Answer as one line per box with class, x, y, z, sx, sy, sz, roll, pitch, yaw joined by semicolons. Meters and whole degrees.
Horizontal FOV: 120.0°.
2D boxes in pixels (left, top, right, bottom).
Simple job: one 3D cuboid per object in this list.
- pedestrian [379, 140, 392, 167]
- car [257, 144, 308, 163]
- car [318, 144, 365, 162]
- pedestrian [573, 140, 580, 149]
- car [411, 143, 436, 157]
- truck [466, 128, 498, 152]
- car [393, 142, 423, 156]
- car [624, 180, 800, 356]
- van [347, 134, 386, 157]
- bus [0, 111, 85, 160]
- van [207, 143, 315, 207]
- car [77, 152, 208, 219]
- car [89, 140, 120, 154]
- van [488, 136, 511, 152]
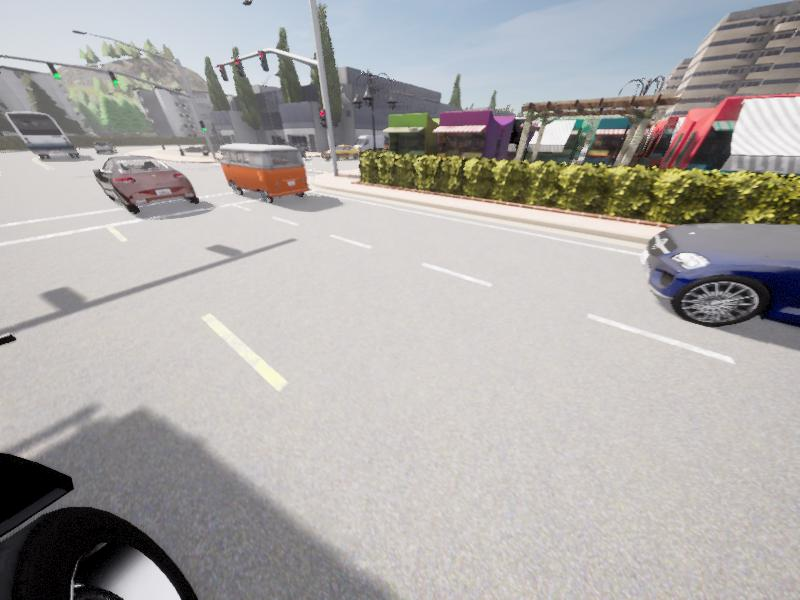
pedestrian;-1.175;-12.255;19.379;0.751;1.860;0.751;23;41;28
car;-12.949;-16.391;25.744;2.007;1.525;4.514;24;42;30
car;-6.853;-17.651;27.541;1.801;1.575;5.366;25;42;30
pedestrian;43.565;-38.451;56.965;0.751;1.860;0.751;22;40;27
car;3.440;-22.047;33.915;1.845;1.501;3.633;24;41;30
truck;17.087;-33.157;47.813;2.891;3.827;8.468;24;41;29
car;1.339;-23.811;36.359;1.801;1.575;5.366;24;41;30
car;6.457;-0.174;2.807;5.027;1.651;2.152;23;41;29
van;-4.724;-22.990;34.299;1.988;2.561;5.915;24;42;30
bus;-42.990;-19.853;28.037;10.273;4.253;3.944;27;44;32
van;-6.077;-5.626;10.122;4.442;1.987;1.775;23;41;29
car;-10.257;-4.770;9.187;5.027;1.651;2.152;23;41;29
car;-45.428;-23.586;35.608;1.851;1.617;3.988;-23;41;-29
van;20.125;-31.594;46.739;1.988;2.561;5.915;24;42;29
